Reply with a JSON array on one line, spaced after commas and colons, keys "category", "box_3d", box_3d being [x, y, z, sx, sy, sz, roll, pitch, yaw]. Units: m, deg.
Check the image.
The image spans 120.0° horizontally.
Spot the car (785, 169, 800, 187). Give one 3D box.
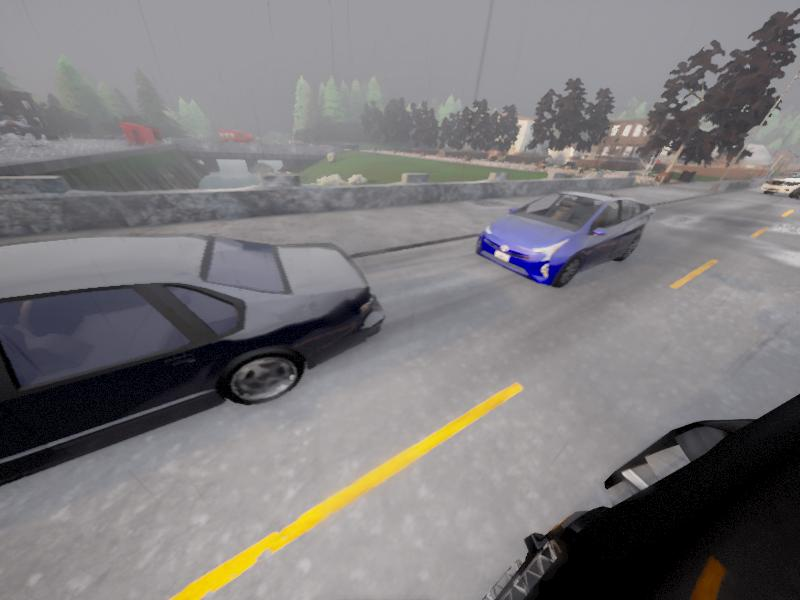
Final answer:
[{"category": "car", "box_3d": [53.945, -16.094, 30.479, 5.566, 2.045, 2.150, -16, 38, -26]}]

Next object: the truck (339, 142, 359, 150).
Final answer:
[{"category": "truck", "box_3d": [-17.836, -53.826, 80.935, 6.274, 2.098, 2.390, -16, 38, -26]}]

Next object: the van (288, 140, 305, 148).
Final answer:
[{"category": "van", "box_3d": [-32.917, -49.487, 73.339, 4.442, 1.987, 1.775, -16, 38, -26]}]

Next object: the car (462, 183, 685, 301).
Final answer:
[{"category": "car", "box_3d": [3.962, -1.669, 5.364, 4.514, 1.525, 2.007, -16, 38, -26]}]

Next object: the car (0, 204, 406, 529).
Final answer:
[{"category": "car", "box_3d": [-2.803, 0.315, 1.972, 5.357, 1.411, 2.033, -16, 38, -26]}]

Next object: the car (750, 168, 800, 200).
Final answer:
[{"category": "car", "box_3d": [33.505, -9.243, 18.598, 5.566, 2.045, 2.150, 8, 33, 7]}]

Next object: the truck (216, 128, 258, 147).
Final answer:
[{"category": "truck", "box_3d": [-44.307, -44.423, 63.199, 8.468, 3.827, 2.891, -16, 38, -26]}]
